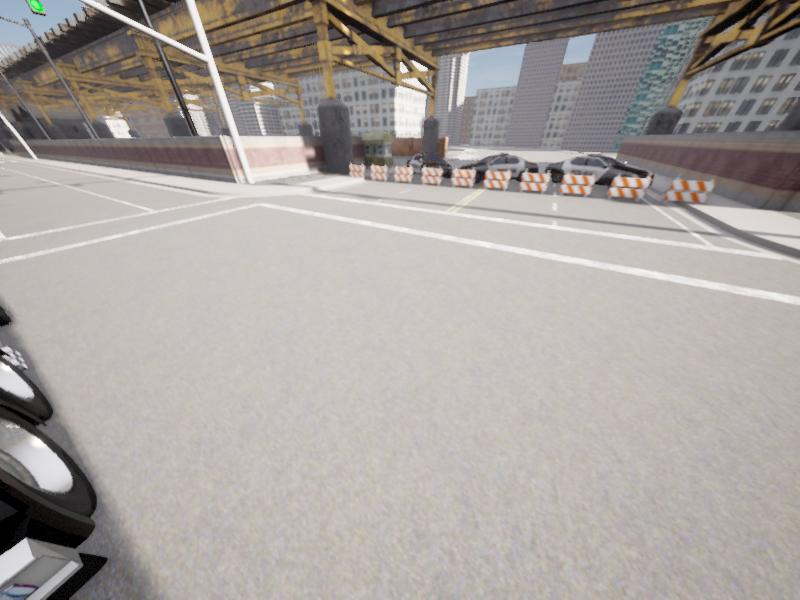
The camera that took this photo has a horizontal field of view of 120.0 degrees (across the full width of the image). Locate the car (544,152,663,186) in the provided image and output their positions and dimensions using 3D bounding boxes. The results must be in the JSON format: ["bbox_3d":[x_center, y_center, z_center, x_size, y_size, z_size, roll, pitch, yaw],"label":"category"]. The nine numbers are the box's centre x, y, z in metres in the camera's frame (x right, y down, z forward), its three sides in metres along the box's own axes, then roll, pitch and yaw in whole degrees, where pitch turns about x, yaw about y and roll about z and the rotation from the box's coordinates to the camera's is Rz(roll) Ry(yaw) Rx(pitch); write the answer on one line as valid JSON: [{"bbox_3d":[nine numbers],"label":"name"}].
[{"bbox_3d":[11.013,-7.459,12.963,1.853,1.218,4.536,-20,39,-25],"label":"car"}]

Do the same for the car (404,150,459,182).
[{"bbox_3d":[2.001,-9.706,16.572,2.038,1.542,4.974,-10,36,-13],"label":"car"}]

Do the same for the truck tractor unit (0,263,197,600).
[{"bbox_3d":[-5.111,-0.298,0.790,6.516,4.208,3.053,18,39,24],"label":"truck tractor unit"}]

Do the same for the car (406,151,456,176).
[{"bbox_3d":[1.985,-9.863,16.523,1.853,1.218,4.536,-10,36,-13],"label":"car"}]

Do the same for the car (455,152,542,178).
[{"bbox_3d":[6.049,-8.551,14.590,4.536,1.218,1.853,-4,35,-5],"label":"car"}]

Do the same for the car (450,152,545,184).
[{"bbox_3d":[5.998,-8.418,14.675,4.974,1.542,2.038,-4,35,-5],"label":"car"}]

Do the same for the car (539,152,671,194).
[{"bbox_3d":[11.042,-7.304,13.017,2.038,1.542,4.974,-20,39,-25],"label":"car"}]
